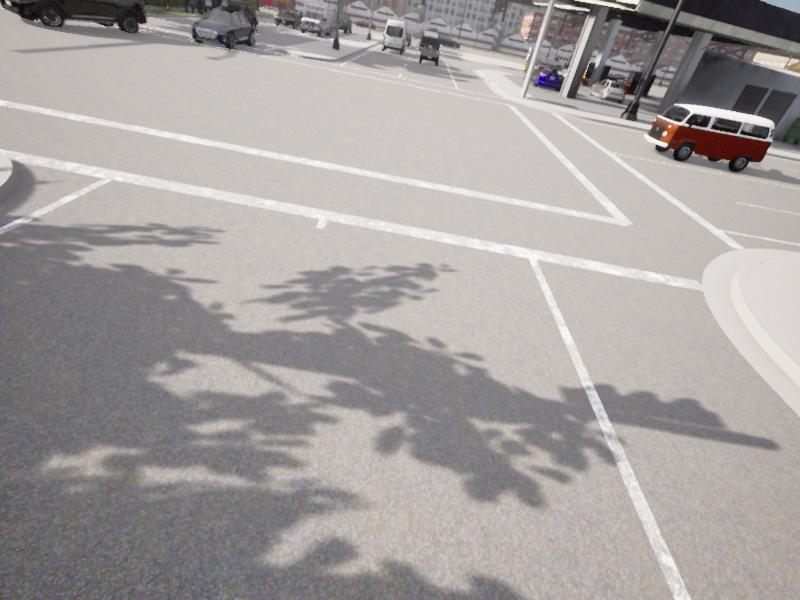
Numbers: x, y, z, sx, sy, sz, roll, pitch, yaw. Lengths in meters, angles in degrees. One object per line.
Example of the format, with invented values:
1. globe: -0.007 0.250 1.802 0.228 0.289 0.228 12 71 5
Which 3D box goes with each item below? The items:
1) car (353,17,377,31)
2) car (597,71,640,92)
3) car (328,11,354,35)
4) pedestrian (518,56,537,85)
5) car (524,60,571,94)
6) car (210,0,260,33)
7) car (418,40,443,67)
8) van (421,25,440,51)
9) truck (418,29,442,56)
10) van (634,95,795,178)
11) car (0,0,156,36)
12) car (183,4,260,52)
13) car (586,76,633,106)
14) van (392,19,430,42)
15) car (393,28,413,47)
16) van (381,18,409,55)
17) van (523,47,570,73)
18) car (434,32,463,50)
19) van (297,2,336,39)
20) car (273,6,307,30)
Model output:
1. car: -6.582 -52.186 75.661 4.181 1.385 1.994 10 35 -3
2. car: 28.412 -28.404 52.017 5.238 1.638 1.930 -9 40 -27
3. car: -7.485 -35.323 50.997 2.150 2.045 5.566 10 35 -3
4. pedestrian: 10.255 -18.445 32.165 0.751 1.860 0.751 10 35 -3
5. car: 12.056 -18.545 33.099 2.242 1.667 4.611 10 35 -2
6. car: -12.400 -21.624 30.362 1.932 1.855 4.605 9 35 -3
7. car: 2.633 -21.696 35.138 1.845 1.501 3.633 10 35 -3
8. van: 4.165 -36.335 55.385 1.988 2.561 5.915 10 35 -3
9. truck: 3.619 -31.258 48.438 2.390 2.098 6.274 10 35 -3
10. van: 12.782 -6.788 16.581 4.480 2.038 2.069 9 35 -4
11. car: -14.760 -13.767 18.422 2.150 2.045 5.566 26 38 19
12. car: -9.563 -14.941 21.965 2.033 1.649 4.856 10 35 -3
13. car: 17.729 -17.881 34.092 1.970 1.475 3.806 10 35 -2
14. van: 2.023 -49.104 72.891 6.366 2.431 2.351 10 35 -3
15. car: 0.436 -34.632 52.698 2.152 1.651 5.027 10 35 -3
16. van: -0.394 -25.919 39.342 1.988 2.561 5.915 10 35 -3
17. van: 23.782 -39.247 65.291 6.366 2.431 2.351 10 35 -3
18. car: 8.107 -43.709 67.607 4.553 1.767 2.097 10 35 -3
19. van: -8.230 -27.822 39.846 2.351 2.431 6.366 10 35 -3
20. car: -11.566 -29.799 42.380 2.152 1.651 5.027 10 35 -3
